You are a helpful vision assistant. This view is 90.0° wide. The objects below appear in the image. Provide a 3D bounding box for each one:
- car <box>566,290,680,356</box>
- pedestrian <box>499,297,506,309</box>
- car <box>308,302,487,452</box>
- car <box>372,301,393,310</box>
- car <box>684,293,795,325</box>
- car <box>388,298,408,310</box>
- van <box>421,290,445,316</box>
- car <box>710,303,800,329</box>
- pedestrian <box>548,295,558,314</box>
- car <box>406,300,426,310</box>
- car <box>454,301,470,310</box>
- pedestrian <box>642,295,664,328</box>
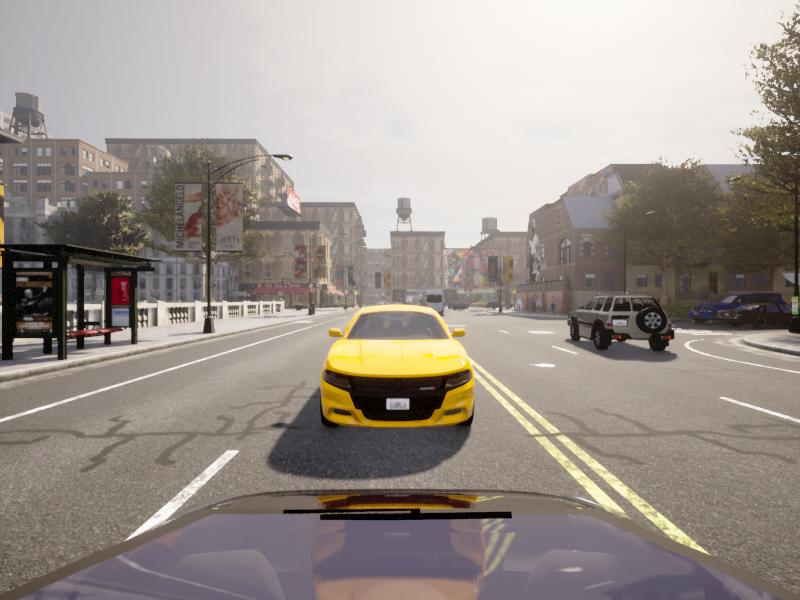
[{"bbox_3d":[7.340,0.652,13.777,1.932,1.855,4.605,0,0,9],"label":"car"},{"bbox_3d":[15.388,0.485,60.198,0.751,1.860,0.751,0,0,-34],"label":"pedestrian"},{"bbox_3d":[-0.052,0.823,6.707,1.882,1.535,5.008,0,0,-1],"label":"car"},{"bbox_3d":[-3.026,0.864,68.639,2.002,1.452,4.674,0,0,20],"label":"car"},{"bbox_3d":[22.353,0.570,26.517,5.566,2.045,2.150,0,0,0],"label":"car"},{"bbox_3d":[-0.213,0.652,67.319,1.932,1.855,4.605,0,0,19],"label":"car"},{"bbox_3d":[3.427,0.322,42.665,1.988,2.561,5.915,0,0,0],"label":"van"},{"bbox_3d":[21.381,0.895,23.088,5.357,1.411,2.033,0,0,0],"label":"car"},{"bbox_3d":[15.204,0.485,39.751,0.751,1.860,0.751,0,0,-3],"label":"pedestrian"},{"bbox_3d":[2.593,0.828,64.453,2.007,1.525,4.514,0,0,18],"label":"car"},{"bbox_3d":[9.946,0.854,64.122,1.816,1.474,4.193,0,0,20],"label":"car"},{"bbox_3d":[14.257,0.637,22.549,0.751,1.860,0.751,0,0,-2],"label":"pedestrian"}]
